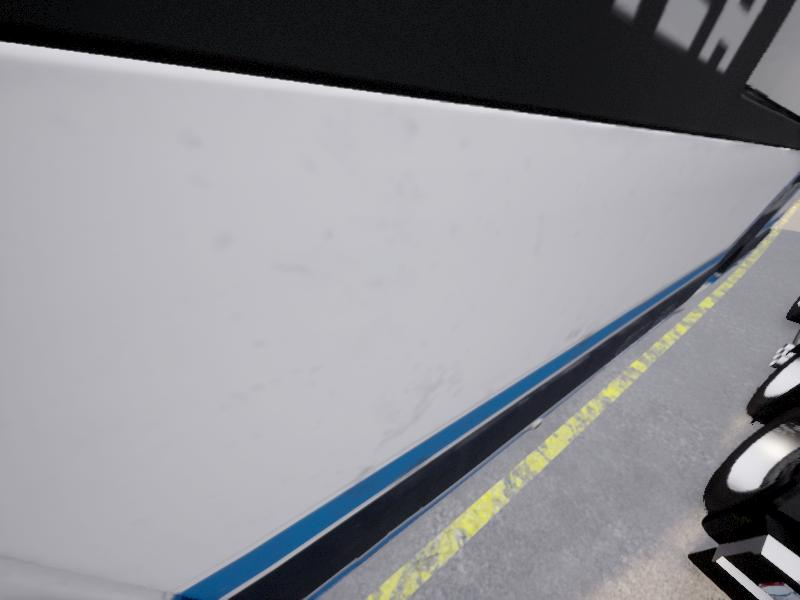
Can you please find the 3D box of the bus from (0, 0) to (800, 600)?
[{"bbox_3d":[1.075,-1.329,2.221,10.273,4.253,3.944,-17,38,-25],"label":"bus"}]

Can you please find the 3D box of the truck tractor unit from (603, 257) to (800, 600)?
[{"bbox_3d":[5.096,-0.317,0.794,6.516,4.208,3.053,-19,39,-25],"label":"truck tractor unit"}]

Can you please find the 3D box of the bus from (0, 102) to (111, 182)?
[{"bbox_3d":[-28.743,-12.636,18.287,3.944,4.253,10.273,-20,41,-27],"label":"bus"}]

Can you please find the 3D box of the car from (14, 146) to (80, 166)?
[{"bbox_3d":[-37.062,-15.353,24.497,2.128,1.511,4.902,-20,40,-27],"label":"car"}]

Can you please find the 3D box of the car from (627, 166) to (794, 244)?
[{"bbox_3d":[10.000,-3.303,7.494,4.514,1.525,2.007,-18,39,-25],"label":"car"}]
